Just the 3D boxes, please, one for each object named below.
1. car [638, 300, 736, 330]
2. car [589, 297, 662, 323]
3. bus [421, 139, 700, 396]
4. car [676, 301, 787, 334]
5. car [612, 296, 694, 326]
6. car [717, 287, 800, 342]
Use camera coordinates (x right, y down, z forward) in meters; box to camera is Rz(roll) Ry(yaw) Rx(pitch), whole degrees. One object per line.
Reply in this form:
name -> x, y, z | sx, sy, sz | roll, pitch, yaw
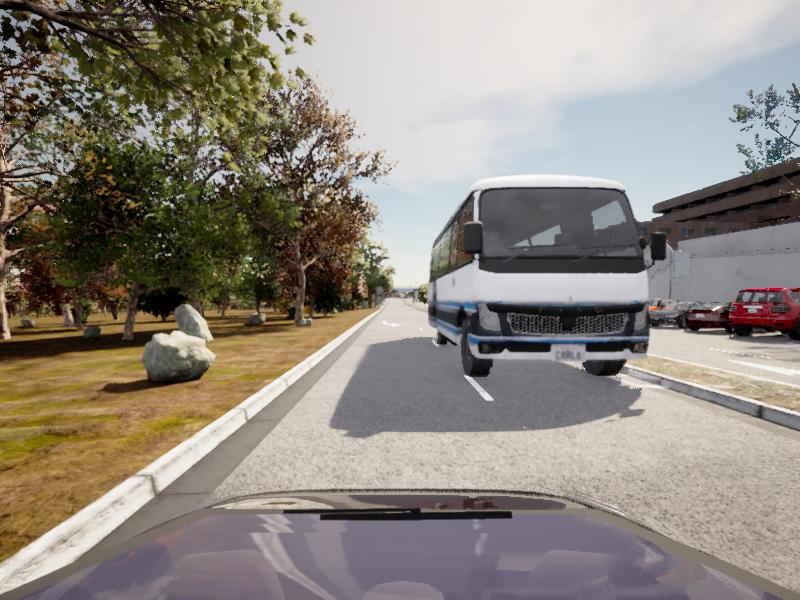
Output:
car -> 16.425, 0.810, 22.918 | 4.892, 1.521, 2.231 | 1, 0, -21
car -> 16.266, 0.686, 28.912 | 4.553, 1.767, 2.185 | 1, 0, -21
bus -> 2.960, -0.546, 11.801 | 3.944, 4.253, 10.273 | 0, 0, -1
car -> 16.503, 0.839, 19.935 | 4.792, 1.488, 2.163 | 1, 0, -21
car -> 16.389, 0.685, 25.928 | 4.553, 1.767, 2.185 | 1, 0, -21
car -> 16.566, 0.561, 16.932 | 5.566, 2.045, 2.435 | 1, 0, -21
